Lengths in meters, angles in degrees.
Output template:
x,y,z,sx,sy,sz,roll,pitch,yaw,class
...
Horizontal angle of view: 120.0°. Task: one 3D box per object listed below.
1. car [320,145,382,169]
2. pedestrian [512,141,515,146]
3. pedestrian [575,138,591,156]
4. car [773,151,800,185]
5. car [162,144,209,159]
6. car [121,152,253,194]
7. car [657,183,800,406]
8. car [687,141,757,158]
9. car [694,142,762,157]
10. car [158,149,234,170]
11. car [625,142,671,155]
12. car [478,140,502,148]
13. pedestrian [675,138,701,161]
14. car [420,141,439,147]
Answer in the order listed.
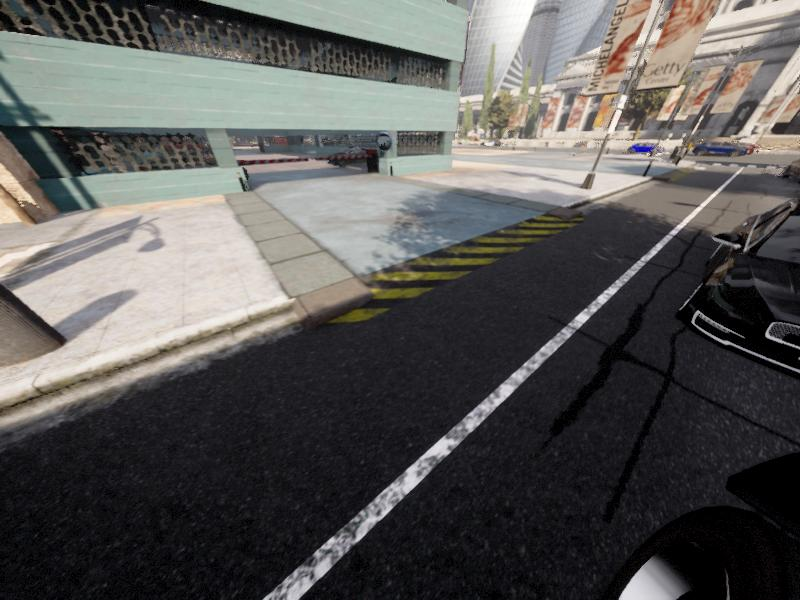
x,y,z,sx,sy,sz,roll,pitch,yaw,class
-4.295,-12.988,20.870,4.902,1.511,2.128,-24,41,-29,car
30.439,-41.979,62.007,0.500,1.100,0.500,25,42,31,pedestrian
23.096,-19.283,29.183,0.751,1.860,0.751,-17,38,-22,pedestrian
23.890,-7.376,12.939,1.812,1.442,4.674,25,43,32,car
-29.555,-20.633,32.010,4.514,1.523,2.007,-24,41,-29,car
-11.082,-7.023,12.524,4.786,1.482,2.161,-24,41,-29,car
5.933,-0.456,3.235,4.892,1.490,1.837,-23,41,-29,car
41.282,-19.452,29.785,2.033,1.649,4.856,-23,41,-29,car
43.968,-20.311,31.109,2.163,1.488,4.792,-18,39,-23,car
-17.723,-12.439,20.354,4.718,1.301,1.895,-24,41,-29,car
36.989,-22.696,34.558,1.816,1.474,4.193,-23,41,-29,car
22.783,-39.722,58.746,4.974,1.542,2.038,28,44,34,car
28.832,-15.063,23.145,0.751,1.860,0.751,-24,42,-30,pedestrian
7.975,-42.697,63.337,4.718,1.301,1.895,12,37,17,car
